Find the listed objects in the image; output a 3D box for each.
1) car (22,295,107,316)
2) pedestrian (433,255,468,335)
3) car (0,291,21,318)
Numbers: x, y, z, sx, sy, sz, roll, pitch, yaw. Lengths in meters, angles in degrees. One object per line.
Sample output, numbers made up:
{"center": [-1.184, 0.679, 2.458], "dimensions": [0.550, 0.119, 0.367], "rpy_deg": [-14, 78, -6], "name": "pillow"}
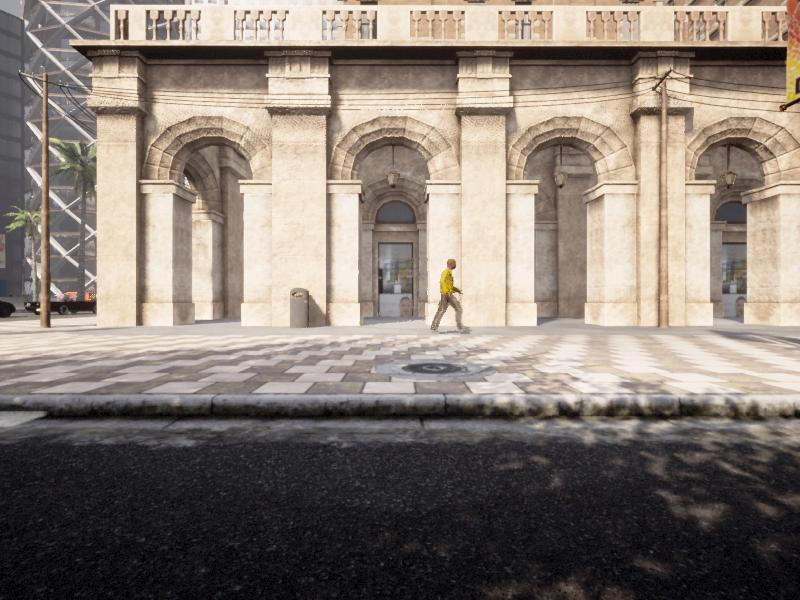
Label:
{"center": [-23.035, 0.340, 27.750], "dimensions": [1.895, 1.301, 4.718], "rpy_deg": [0, 0, 0], "name": "car"}
{"center": [1.201, -0.115, 9.599], "dimensions": [0.751, 1.860, 0.751], "rpy_deg": [0, 0, 0], "name": "pedestrian"}
{"center": [-23.029, 0.251, 21.246], "dimensions": [1.816, 1.474, 4.193], "rpy_deg": [0, 0, 0], "name": "car"}
